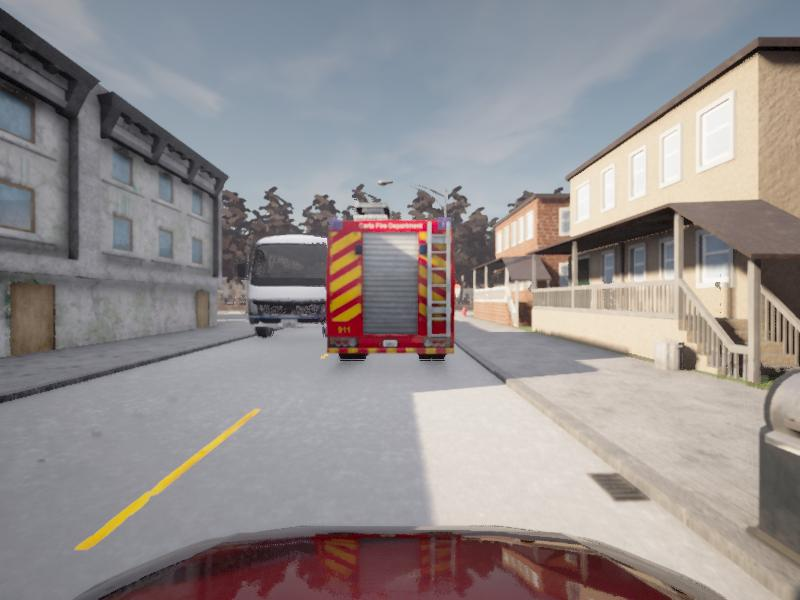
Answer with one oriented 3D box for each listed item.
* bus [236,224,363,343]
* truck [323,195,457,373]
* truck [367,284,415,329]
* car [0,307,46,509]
[{"bbox_3d":[-4.105,-0.583,19.597,3.944,4.253,10.273,0,0,-2],"label":"bus"},{"bbox_3d":[-0.154,-0.355,12.833,2.891,3.827,8.468,0,0,1],"label":"truck"},{"bbox_3d":[-0.386,0.302,24.530,2.627,2.467,5.204,0,1,2],"label":"truck"},{"bbox_3d":[-4.006,0.825,1.154,2.007,1.525,4.514,0,0,-1],"label":"car"}]
